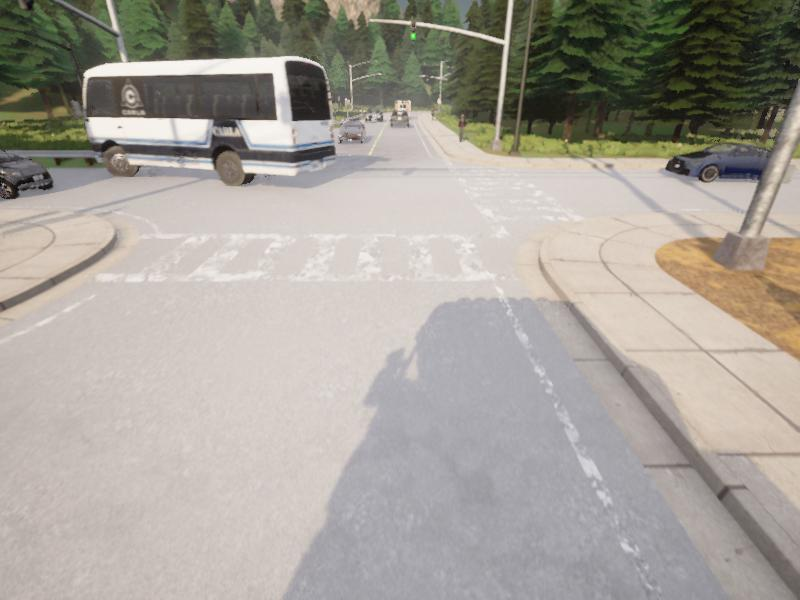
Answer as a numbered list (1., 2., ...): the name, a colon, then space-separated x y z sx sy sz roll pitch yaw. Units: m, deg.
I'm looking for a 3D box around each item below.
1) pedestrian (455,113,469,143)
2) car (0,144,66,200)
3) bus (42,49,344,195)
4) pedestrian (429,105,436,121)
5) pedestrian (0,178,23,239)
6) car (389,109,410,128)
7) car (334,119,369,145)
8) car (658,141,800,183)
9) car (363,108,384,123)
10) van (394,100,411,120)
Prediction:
1. pedestrian: 4.237 -11.783 27.380 0.751 1.860 0.751 3 27 7
2. car: -14.255 -4.406 13.700 3.705 1.549 1.789 1 27 1
3. bus: -7.884 -7.090 15.970 10.273 4.253 3.944 9 27 17
4. pedestrian: 4.187 -24.051 51.445 0.751 1.860 0.751 -2 27 -4
5. pedestrian: -9.460 -2.350 8.909 0.751 1.860 0.751 -7 28 -13
6. car: 0.014 -20.556 45.190 2.242 1.667 4.611 0 27 1
7. car: -3.531 -12.741 30.164 2.033 1.411 5.357 0 27 0
8. car: 13.453 -5.701 16.438 4.181 1.385 1.994 0 27 1
9. car: -3.352 -24.042 52.030 2.242 1.667 4.611 1 27 1
10. van: 0.473 -28.851 60.625 2.351 2.431 6.366 1 27 2
